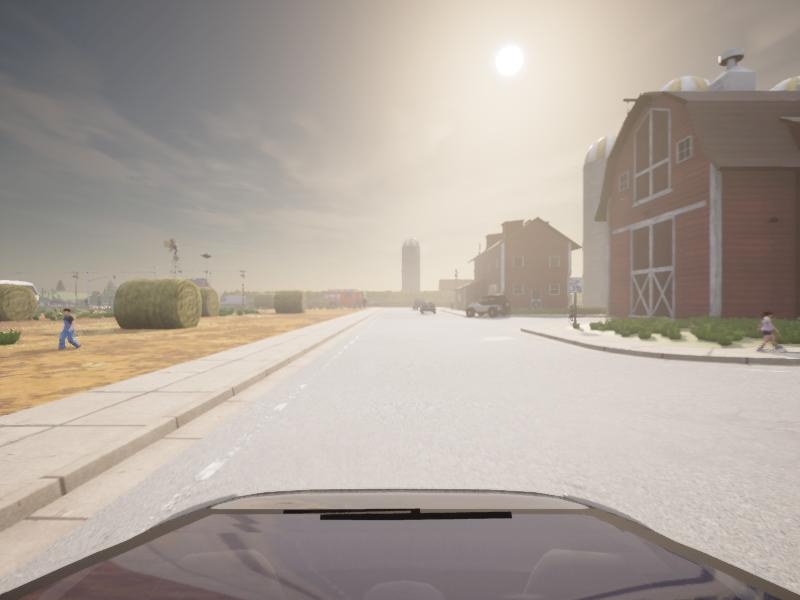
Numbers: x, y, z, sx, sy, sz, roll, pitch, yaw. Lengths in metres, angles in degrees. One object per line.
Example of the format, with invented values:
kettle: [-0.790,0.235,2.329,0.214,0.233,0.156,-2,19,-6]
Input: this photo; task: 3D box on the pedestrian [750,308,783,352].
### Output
pedestrian: [9.623,0.777,10.518,0.500,1.100,0.500,0,0,20]

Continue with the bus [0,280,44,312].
bus: [-54.235,-0.540,53.323,3.944,4.253,10.273,0,0,4]

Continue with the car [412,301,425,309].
car: [3.186,0.857,69.840,2.163,1.488,4.792,0,0,0]

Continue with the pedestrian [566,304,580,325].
pedestrian: [9.452,0.769,21.835,0.500,1.100,0.500,0,0,-22]

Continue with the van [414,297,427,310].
van: [3.215,0.603,63.518,1.775,1.987,4.442,0,0,0]

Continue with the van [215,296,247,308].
van: [-36.222,0.335,85.893,5.915,2.561,1.988,0,0,1]

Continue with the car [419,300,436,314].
car: [3.282,0.819,47.758,1.789,1.549,3.705,0,0,0]

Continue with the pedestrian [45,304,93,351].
pedestrian: [-9.595,0.769,11.617,0.751,1.300,0.751,0,0,12]

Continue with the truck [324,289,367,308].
truck: [-11.170,-0.287,82.105,8.468,3.827,2.891,0,0,1]

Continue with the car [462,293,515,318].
car: [7.507,0.490,34.187,1.905,1.878,3.866,-8,3,-43]

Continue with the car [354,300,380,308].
car: [-7.033,0.805,85.567,5.238,1.638,1.930,0,0,1]
